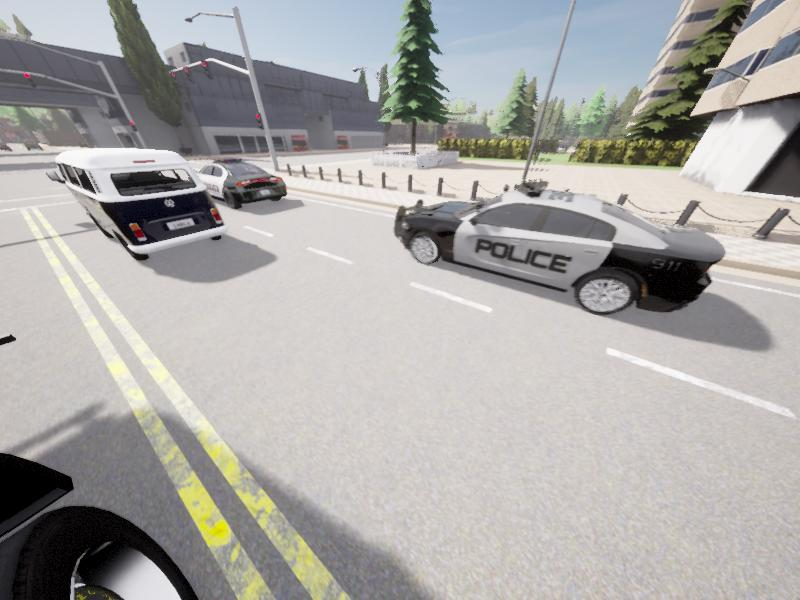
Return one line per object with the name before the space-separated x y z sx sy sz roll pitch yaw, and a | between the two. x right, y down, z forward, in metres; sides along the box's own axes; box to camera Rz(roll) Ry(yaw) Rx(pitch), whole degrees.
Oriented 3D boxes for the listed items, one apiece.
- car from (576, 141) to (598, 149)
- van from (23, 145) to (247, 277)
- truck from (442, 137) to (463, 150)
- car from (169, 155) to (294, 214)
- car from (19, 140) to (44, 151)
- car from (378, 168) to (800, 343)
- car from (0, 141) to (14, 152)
car | 52.400 -43.519 64.807 4.611 1.667 2.242 21 40 27
van | -6.351 -2.498 5.651 4.480 2.038 2.069 21 40 27
truck | 12.663 -37.769 55.524 2.627 2.467 5.204 21 40 27
car | -7.026 -4.994 9.635 4.974 1.542 2.038 22 40 28
car | -68.774 -28.986 43.177 3.988 1.617 1.851 24 42 30
car | 2.270 -1.395 4.497 5.238 1.638 1.930 21 40 27
car | -68.739 -26.331 39.612 4.181 1.385 1.994 21 40 27
